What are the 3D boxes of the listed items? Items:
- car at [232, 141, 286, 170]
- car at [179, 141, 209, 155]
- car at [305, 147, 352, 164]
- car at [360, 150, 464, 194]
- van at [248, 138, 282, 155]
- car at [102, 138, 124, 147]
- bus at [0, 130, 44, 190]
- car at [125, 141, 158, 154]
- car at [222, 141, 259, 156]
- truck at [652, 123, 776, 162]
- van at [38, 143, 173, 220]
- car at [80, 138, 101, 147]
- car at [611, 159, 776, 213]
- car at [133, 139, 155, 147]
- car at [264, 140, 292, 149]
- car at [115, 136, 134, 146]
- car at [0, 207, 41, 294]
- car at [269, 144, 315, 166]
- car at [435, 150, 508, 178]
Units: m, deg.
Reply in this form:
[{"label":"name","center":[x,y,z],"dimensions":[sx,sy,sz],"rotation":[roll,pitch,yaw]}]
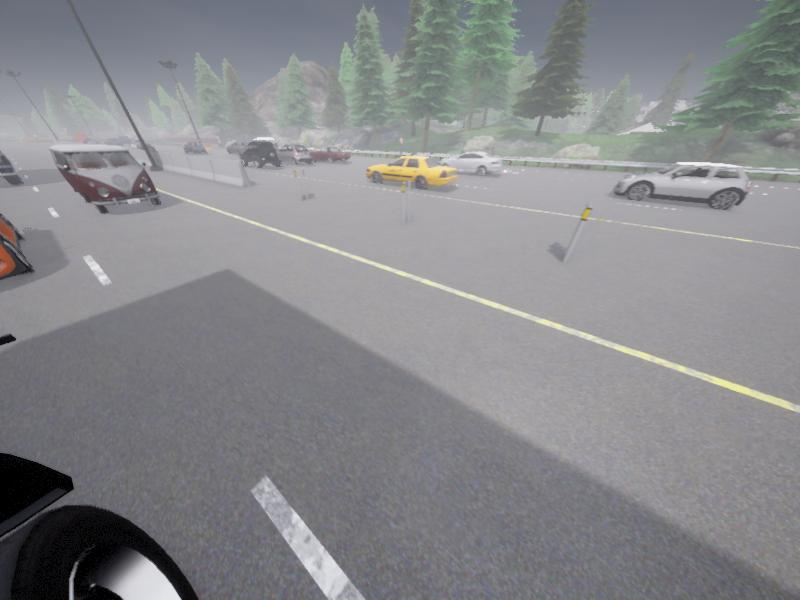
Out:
[{"label":"car","center":[-11.997,-12.393,19.694],"dimensions":[3.866,1.878,1.905],"rotation":[22,41,28]},{"label":"car","center":[-29.816,-21.984,33.409],"dimensions":[3.633,1.501,1.845],"rotation":[22,41,28]},{"label":"car","center":[-7.514,-15.244,24.295],"dimensions":[4.718,1.301,1.895],"rotation":[22,41,28]},{"label":"car","center":[0.495,-7.158,12.678],"dimensions":[5.366,1.575,1.801],"rotation":[22,41,28]},{"label":"van","center":[-20.375,-23.271,34.885],"dimensions":[4.480,2.038,2.069],"rotation":[22,41,28]},{"label":"car","center":[-69.209,-37.996,55.676],"dimensions":[4.611,1.667,2.242],"rotation":[22,41,28]},{"label":"bus","center":[-24.209,-8.576,12.120],"dimensions":[10.273,4.253,3.944],"rotation":[22,41,28]},{"label":"car","center":[-39.916,-23.634,35.636],"dimensions":[4.974,1.542,2.038],"rotation":[22,40,28]},{"label":"car","center":[-22.671,-21.593,32.805],"dimensions":[4.611,1.667,2.242],"rotation":[22,41,28]},{"label":"truck","center":[39.948,-20.635,30.221],"dimensions":[8.468,3.827,2.891],"rotation":[23,41,29]},{"label":"van","center":[-10.856,-4.570,8.544],"dimensions":[4.442,1.987,1.775],"rotation":[22,41,28]},{"label":"car","center":[-72.301,-36.840,53.911],"dimensions":[4.856,1.649,2.033],"rotation":[23,41,29]},{"label":"car","center":[11.745,-4.981,9.799],"dimensions":[3.806,1.475,1.970],"rotation":[22,41,28]},{"label":"car","center":[-59.383,-36.466,53.605],"dimensions":[5.366,1.575,1.801],"rotation":[22,41,28]},{"label":"car","center":[-27.312,-34.970,51.804],"dimensions":[2.038,1.542,4.974],"rotation":[21,40,27]},{"label":"car","center":[-73.455,-42.517,61.600],"dimensions":[5.566,2.045,2.150],"rotation":[27,43,33]},{"label":"car","center":[-9.055,-1.291,4.085],"dimensions":[4.553,1.767,2.097],"rotation":[22,41,28]},{"label":"car","center":[-10.460,-14.114,22.393],"dimensions":[3.988,1.617,1.851],"rotation":[22,41,28]},{"label":"car","center":[5.143,-10.131,17.055],"dimensions":[4.674,1.442,1.812],"rotation":[22,41,28]}]
